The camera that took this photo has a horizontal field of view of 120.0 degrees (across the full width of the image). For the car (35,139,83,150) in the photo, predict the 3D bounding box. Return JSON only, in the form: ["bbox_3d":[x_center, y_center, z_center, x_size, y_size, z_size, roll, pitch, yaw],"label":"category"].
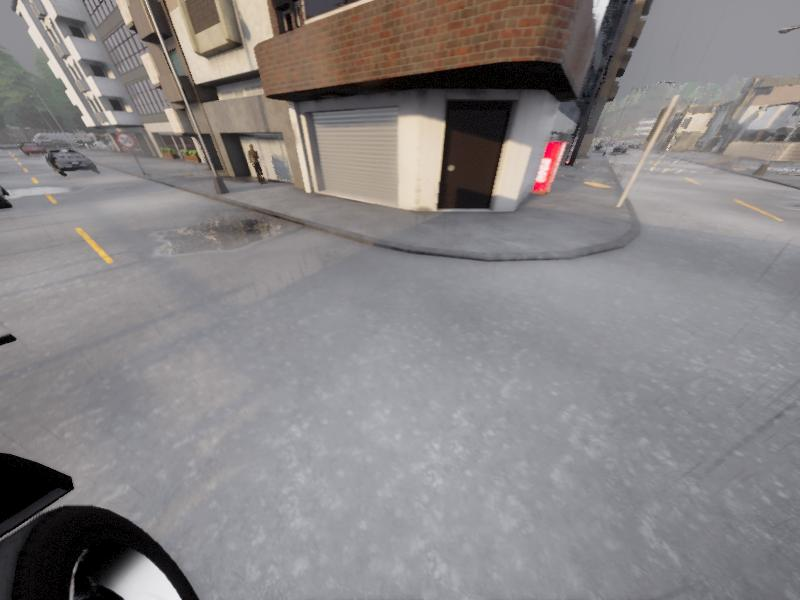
[{"bbox_3d":[-62.827,-28.739,42.689,1.837,1.490,4.892,-2,35,-1],"label":"car"}]

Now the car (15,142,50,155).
[{"bbox_3d":[-50.338,-20.785,31.655,4.181,1.385,1.994,22,41,28],"label":"car"}]

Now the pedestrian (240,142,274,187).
[{"bbox_3d":[-7.198,-6.841,11.671,0.751,1.860,0.751,-29,45,-35],"label":"pedestrian"}]

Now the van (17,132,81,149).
[{"bbox_3d":[-66.472,-30.305,43.969,1.988,2.561,5.915,11,36,16],"label":"van"}]

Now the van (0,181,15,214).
[{"bbox_3d":[-16.714,-4.716,8.216,5.915,2.561,1.988,22,41,28],"label":"van"}]

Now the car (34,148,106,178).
[{"bbox_3d":[-23.263,-9.741,16.261,5.357,1.411,2.033,22,41,28],"label":"car"}]
